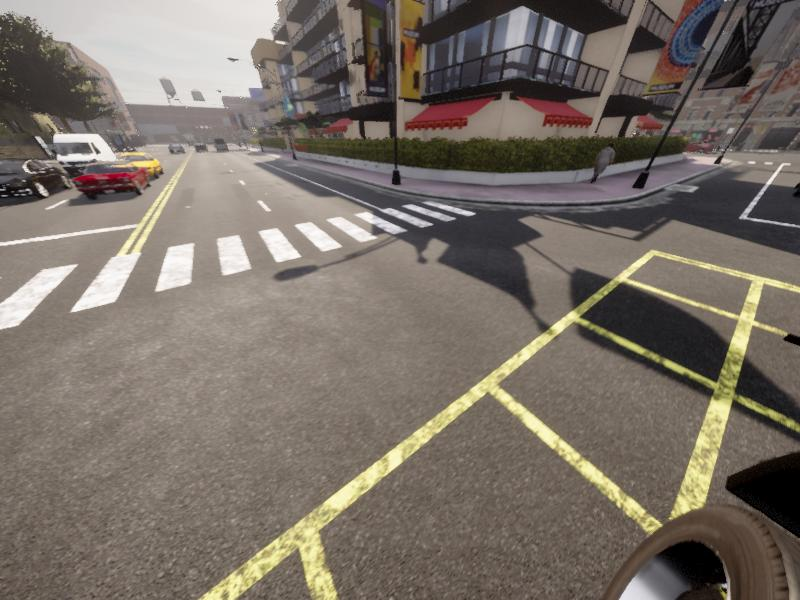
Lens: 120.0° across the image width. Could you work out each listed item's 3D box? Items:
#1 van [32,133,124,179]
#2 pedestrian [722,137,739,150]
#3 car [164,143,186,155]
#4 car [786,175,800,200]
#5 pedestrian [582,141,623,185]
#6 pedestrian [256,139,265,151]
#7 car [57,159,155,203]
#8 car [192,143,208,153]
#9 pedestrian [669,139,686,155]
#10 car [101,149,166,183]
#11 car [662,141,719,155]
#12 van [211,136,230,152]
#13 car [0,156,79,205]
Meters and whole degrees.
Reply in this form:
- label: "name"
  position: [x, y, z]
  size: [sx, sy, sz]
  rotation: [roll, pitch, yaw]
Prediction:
- label: "van"
  position: [-24.246, -11.254, 17.854]
  size: [1.988, 2.561, 5.915]
  rotation: [-22, 41, -28]
- label: "pedestrian"
  position: [54.527, -25.854, 38.172]
  size: [0.751, 1.860, 0.751]
  rotation: [27, 44, 33]
- label: "car"
  position: [-39.494, -26.671, 40.718]
  size: [2.128, 1.511, 4.902]
  rotation: [-22, 41, -28]
- label: "car"
  position: [19.457, -5.361, 10.133]
  size: [5.357, 1.411, 2.033]
  rotation: [-22, 41, -28]
- label: "pedestrian"
  position: [10.440, -7.091, 11.948]
  size: [0.751, 1.860, 0.751]
  rotation: [-23, 41, -28]
- label: "pedestrian"
  position: [-26.182, -29.126, 43.478]
  size: [0.751, 1.860, 0.751]
  rotation: [-25, 42, -31]
- label: "car"
  position: [-14.188, -6.101, 11.545]
  size: [1.895, 1.301, 4.718]
  rotation: [-22, 41, -28]
- label: "car"
  position: [-39.691, -30.315, 45.897]
  size: [1.837, 1.490, 4.892]
  rotation: [-22, 41, -28]
- label: "pedestrian"
  position: [39.299, -21.738, 32.729]
  size: [0.751, 1.860, 0.751]
  rotation: [-25, 42, -31]
- label: "car"
  position: [-18.179, -9.446, 16.071]
  size: [1.801, 1.575, 5.366]
  rotation: [-22, 41, -28]
- label: "car"
  position: [44.854, -23.608, 35.813]
  size: [2.152, 1.651, 5.027]
  rotation: [-22, 41, -27]
- label: "van"
  position: [-36.663, -31.781, 47.039]
  size: [1.988, 2.561, 5.915]
  rotation: [-22, 41, -28]
- label: "car"
  position: [-17.953, -5.740, 10.892]
  size: [1.837, 1.490, 4.892]
  rotation: [-22, 41, -28]
